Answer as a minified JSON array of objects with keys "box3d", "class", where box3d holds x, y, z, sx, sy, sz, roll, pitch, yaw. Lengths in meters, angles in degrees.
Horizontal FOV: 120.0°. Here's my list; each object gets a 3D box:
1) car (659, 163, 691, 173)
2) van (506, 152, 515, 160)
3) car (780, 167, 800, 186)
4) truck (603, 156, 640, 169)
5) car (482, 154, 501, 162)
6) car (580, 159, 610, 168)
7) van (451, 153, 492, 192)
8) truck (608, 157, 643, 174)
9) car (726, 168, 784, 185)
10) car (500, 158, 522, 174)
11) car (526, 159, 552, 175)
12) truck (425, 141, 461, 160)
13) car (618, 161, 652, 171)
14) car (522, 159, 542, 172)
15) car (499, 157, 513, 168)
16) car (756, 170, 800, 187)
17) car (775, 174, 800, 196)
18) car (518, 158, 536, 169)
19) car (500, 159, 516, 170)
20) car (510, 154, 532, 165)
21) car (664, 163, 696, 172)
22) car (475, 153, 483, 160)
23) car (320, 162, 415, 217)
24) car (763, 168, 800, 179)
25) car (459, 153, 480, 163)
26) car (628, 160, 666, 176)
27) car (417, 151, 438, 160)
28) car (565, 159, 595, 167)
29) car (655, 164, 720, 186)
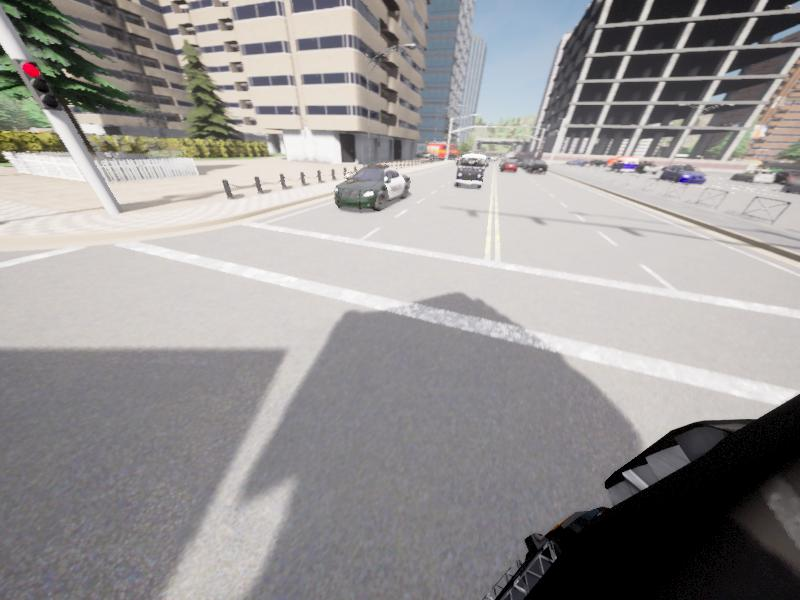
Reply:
[{"box3d":[59.944,-28.800,50.417,3.806,1.475,1.970,12,35,15],"class":"car"},{"box3d":[41.867,-54.692,87.597,2.351,2.431,6.366,13,35,15],"class":"van"},{"box3d":[49.718,-14.595,27.546,1.932,1.855,4.605,13,35,15],"class":"car"},{"box3d":[52.668,-32.898,55.150,5.204,2.467,2.627,12,35,15],"class":"truck"},{"box3d":[24.418,-37.788,61.518,4.974,1.542,2.038,-20,40,-31],"class":"car"},{"box3d":[45.662,-32.110,54.115,4.892,1.490,1.837,12,35,15],"class":"car"},{"box3d":[5.119,-9.145,16.349,2.069,2.038,4.480,13,35,15],"class":"van"},{"box3d":[35.799,-21.499,36.890,2.069,2.038,4.478,13,35,15],"class":"truck"},{"box3d":[44.433,-15.551,29.073,1.970,1.475,3.806,13,35,15],"class":"car"},{"box3d":[14.871,-18.220,31.294,2.163,1.488,4.792,13,35,15],"class":"car"},{"box3d":[18.239,-17.602,30.537,1.882,1.535,5.008,12,35,15],"class":"car"},{"box3d":[11.011,-38.414,59.419,8.468,3.827,2.891,12,35,14],"class":"truck"},{"box3d":[53.062,-30.379,52.209,4.611,1.667,2.242,12,35,15],"class":"car"},{"box3d":[20.355,-20.865,35.717,1.812,1.442,4.674,13,35,15],"class":"car"},{"box3d":[19.238,-25.005,41.918,1.812,1.442,4.674,13,35,15],"class":"car"},{"box3d":[47.163,-14.963,28.311,1.784,1.438,3.905,13,35,15],"class":"car"},{"box3d":[33.994,-9.090,18.556,1.970,1.475,3.806,13,35,15],"class":"car"},{"box3d":[22.740,-24.544,41.506,2.033,1.411,5.357,13,35,15],"class":"car"},{"box3d":[16.957,-21.389,36.413,1.895,1.301,4.718,13,35,15],"class":"car"},{"box3d":[27.483,-32.058,52.695,3.866,1.878,1.905,12,35,14],"class":"car"},{"box3d":[63.565,-30.076,52.517,4.193,1.474,1.816,12,35,15],"class":"car"},{"box3d":[25.814,-47.048,75.620,2.033,1.649,4.856,13,35,15],"class":"car"},{"box3d":[-1.094,-5.191,10.391,2.038,1.542,4.974,13,35,15],"class":"car"},{"box3d":[76.974,-25.137,45.900,5.008,1.535,1.882,12,35,15],"class":"car"},{"box3d":[15.722,-32.311,52.545,1.930,1.638,5.238,-7,35,-16],"class":"car"},{"box3d":[38.548,-20.842,36.253,1.932,1.855,4.605,13,35,15],"class":"car"},{"box3d":[6.893,-36.328,58.011,4.974,1.542,2.038,12,35,14],"class":"car"},{"box3d":[44.669,-34.253,57.544,5.357,1.411,2.033,12,35,15],"class":"car"},{"box3d":[30.823,-13.619,25.076,2.242,1.667,4.611,13,35,15],"class":"car"}]
